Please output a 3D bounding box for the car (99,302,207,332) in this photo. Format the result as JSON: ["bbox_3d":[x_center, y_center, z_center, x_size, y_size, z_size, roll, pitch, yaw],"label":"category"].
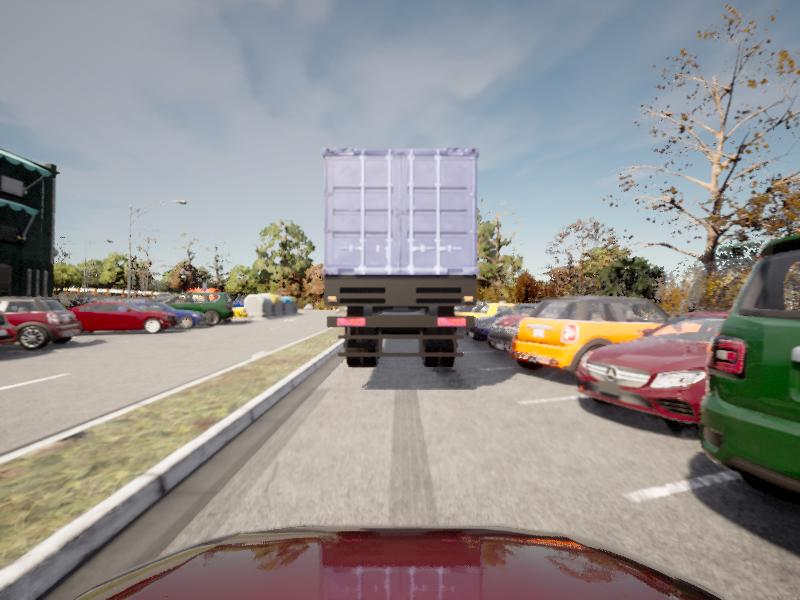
[{"bbox_3d":[-13.291,0.862,21.906,4.674,1.452,2.002,-1,0,-20],"label":"car"}]

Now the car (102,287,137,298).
[{"bbox_3d":[-48.104,-1.319,68.731,4.514,1.525,2.007,4,-2,1],"label":"car"}]

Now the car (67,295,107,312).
[{"bbox_3d":[-34.821,0.383,44.649,2.185,1.767,4.553,0,-1,-19],"label":"car"}]

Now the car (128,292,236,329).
[{"bbox_3d":[-13.303,0.565,24.906,5.566,2.045,2.435,-1,0,-20],"label":"car"}]

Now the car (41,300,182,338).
[{"bbox_3d":[-13.311,0.823,18.880,5.008,1.535,2.097,-1,0,-20],"label":"car"}]

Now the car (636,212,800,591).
[{"bbox_3d":[4.859,0.580,2.887,5.566,2.045,2.435,1,0,-20],"label":"car"}]

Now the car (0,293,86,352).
[{"bbox_3d":[-13.303,0.693,12.862,4.553,1.767,2.185,-1,0,-20],"label":"car"}]

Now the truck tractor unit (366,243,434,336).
[{"bbox_3d":[0.013,-0.502,21.475,3.053,4.208,6.516,0,0,0],"label":"truck tractor unit"}]

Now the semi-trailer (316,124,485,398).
[{"bbox_3d":[0.016,-0.609,13.559,2.717,4.402,14.254,0,0,0],"label":"semi-trailer"}]

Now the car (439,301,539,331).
[{"bbox_3d":[4.849,0.843,21.981,4.892,1.521,2.231,1,0,-20],"label":"car"}]

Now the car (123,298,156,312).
[{"bbox_3d":[-28.913,0.548,44.589,2.002,1.452,4.674,1,-1,-19],"label":"car"}]

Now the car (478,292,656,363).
[{"bbox_3d":[4.870,0.711,11.812,4.553,1.767,2.185,1,0,-20],"label":"car"}]

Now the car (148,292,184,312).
[{"bbox_3d":[-25.938,0.255,44.528,2.435,2.045,5.566,1,-1,-19],"label":"car"}]

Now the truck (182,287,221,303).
[{"bbox_3d":[-33.879,-0.813,68.460,5.204,2.467,2.627,3,-2,1],"label":"truck"}]

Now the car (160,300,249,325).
[{"bbox_3d":[-13.436,0.803,27.882,5.366,1.575,1.946,-1,1,-20],"label":"car"}]

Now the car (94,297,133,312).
[{"bbox_3d":[-31.870,0.510,44.629,2.231,1.521,4.892,0,-1,-19],"label":"car"}]

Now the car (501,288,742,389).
[{"bbox_3d":[4.805,0.708,8.821,4.553,1.767,2.185,1,0,-20],"label":"car"}]

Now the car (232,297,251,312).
[{"bbox_3d":[-24.282,0.781,61.497,2.435,2.045,5.566,1,-3,-19],"label":"car"}]

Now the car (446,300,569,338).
[{"bbox_3d":[5.022,0.840,18.657,5.366,1.575,1.946,1,0,-20],"label":"car"}]

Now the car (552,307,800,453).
[{"bbox_3d":[4.834,0.873,5.849,4.674,1.452,2.002,1,0,-20],"label":"car"}]

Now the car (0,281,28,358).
[{"bbox_3d":[-13.322,0.564,9.866,5.566,2.045,2.435,-1,0,-20],"label":"car"}]

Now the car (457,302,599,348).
[{"bbox_3d":[4.819,0.867,15.182,4.792,1.488,2.163,1,0,-20],"label":"car"}]
